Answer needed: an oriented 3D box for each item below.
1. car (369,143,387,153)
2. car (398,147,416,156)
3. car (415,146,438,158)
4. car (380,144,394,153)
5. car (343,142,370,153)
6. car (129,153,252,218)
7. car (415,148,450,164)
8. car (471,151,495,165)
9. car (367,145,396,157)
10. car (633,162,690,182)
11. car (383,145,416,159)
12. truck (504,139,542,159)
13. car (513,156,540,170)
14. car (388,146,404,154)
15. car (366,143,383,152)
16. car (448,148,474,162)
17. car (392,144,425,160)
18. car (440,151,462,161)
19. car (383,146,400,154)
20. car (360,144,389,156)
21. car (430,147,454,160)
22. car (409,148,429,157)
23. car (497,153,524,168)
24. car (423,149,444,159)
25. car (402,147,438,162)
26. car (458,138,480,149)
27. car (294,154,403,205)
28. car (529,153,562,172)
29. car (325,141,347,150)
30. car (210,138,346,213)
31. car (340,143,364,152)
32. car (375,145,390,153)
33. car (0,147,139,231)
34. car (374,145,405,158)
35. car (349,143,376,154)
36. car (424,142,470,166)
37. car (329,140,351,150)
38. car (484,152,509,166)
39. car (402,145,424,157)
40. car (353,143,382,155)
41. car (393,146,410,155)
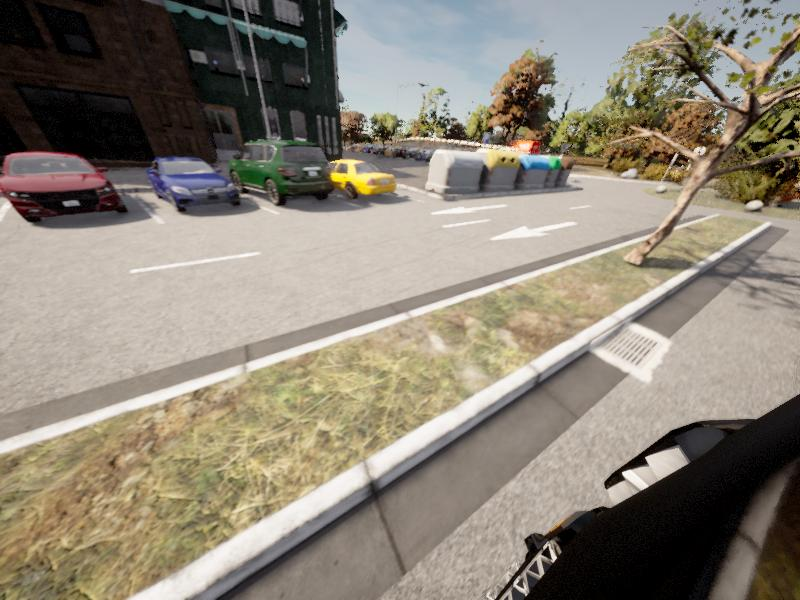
[{"bbox_3d":[-6.969,-48.832,74.182,2.435,2.045,5.566,28,39,31],"label":"car"},{"bbox_3d":[1.839,-39.427,61.436,2.163,1.488,4.792,29,39,31],"label":"car"},{"bbox_3d":[6.281,-35.078,54.833,2.435,2.045,5.566,29,39,31],"label":"car"},{"bbox_3d":[-3.942,-45.811,69.999,1.878,1.987,4.442,28,39,31],"label":"car"},{"bbox_3d":[-8.967,-31.549,47.934,1.946,1.575,5.366,28,40,31],"label":"car"},{"bbox_3d":[-7.679,-4.358,8.401,4.674,1.452,2.002,26,40,32],"label":"car"},{"bbox_3d":[4.131,-18.121,29.132,2.002,1.452,4.674,28,40,31],"label":"car"},{"bbox_3d":[15.156,-25.824,42.037,2.185,1.767,4.553,29,39,31],"label":"car"},{"bbox_3d":[-3.097,-25.598,39.632,2.163,1.488,4.792,28,40,31],"label":"car"},{"bbox_3d":[32.063,-15.799,28.453,1.851,1.617,3.988,-12,38,-24],"label":"car"},{"bbox_3d":[-0.081,-22.720,35.549,1.946,1.575,5.366,27,40,31],"label":"car"},{"bbox_3d":[22.345,-27.695,42.282,2.627,2.467,5.204,-14,41,-27],"label":"truck"},{"bbox_3d":[19.559,-21.123,35.637,2.231,1.521,4.892,28,39,31],"label":"car"},{"bbox_3d":[-1.107,-42.617,65.656,2.185,1.767,4.553,28,39,31],"label":"car"},{"bbox_3d":[-8.426,-50.389,76.378,2.435,2.045,5.566,28,39,31],"label":"car"},{"bbox_3d":[12.187,-28.963,46.229,2.435,2.045,5.566,28,39,31],"label":"car"},{"bbox_3d":[1.232,-21.240,33.232,2.185,1.767,4.553,27,40,32],"label":"car"},{"bbox_3d":[10.686,-30.256,48.531,2.163,1.488,4.792,28,39,31],"label":"car"},{"bbox_3d":[-2.552,-44.048,67.894,2.231,1.521,4.892,28,39,31],"label":"car"},{"bbox_3d":[-4.518,-27.129,41.739,2.097,1.535,5.008,28,40,32],"label":"car"},{"bbox_3d":[9.275,-32.042,50.571,2.435,2.045,5.566,28,39,31],"label":"car"},{"bbox_3d":[4.693,-36.339,57.012,1.946,1.575,5.366,28,39,31],"label":"car"},{"bbox_3d":[18.067,-22.746,37.697,2.185,1.767,4.553,28,39,31],"label":"car"},{"bbox_3d":[7.743,-33.350,52.838,2.231,1.521,4.892,28,39,31],"label":"car"},{"bbox_3d":[2.686,-19.648,31.213,2.231,1.521,4.892,28,40,32],"label":"car"},{"bbox_3d":[15.482,-35.327,52.148,2.007,1.525,4.514,-14,41,-26],"label":"car"},{"bbox_3d":[-2.582,-5.969,11.076,5.366,1.575,1.946,26,41,32],"label":"car"},{"bbox_3d":[21.058,-19.818,33.370,2.435,2.045,5.566,28,39,31],"label":"car"},{"bbox_3d":[-16.073,-39.106,58.592,2.231,1.521,4.892,28,40,31],"label":"car"},{"bbox_3d":[-5.077,-5.358,9.552,5.566,2.045,2.435,26,41,32],"label":"car"},{"bbox_3d":[-10.286,-33.107,50.203,2.163,1.488,4.792,27,40,31],"label":"car"},{"bbox_3d":[-5.470,-47.221,72.142,2.185,1.767,4.553,28,39,31],"label":"car"},{"bbox_3d":[-10.303,-3.646,7.074,5.008,1.535,2.097,26,40,32],"label":"car"},{"bbox_3d":[-1.638,-24.136,37.528,2.231,1.521,4.892,28,40,32],"label":"car"},{"bbox_3d":[-7.413,-30.128,45.957,2.097,1.535,5.008,28,40,31],"label":"car"},{"bbox_3d":[5.579,-16.854,26.844,2.435,2.045,5.566,28,40,31],"label":"car"},{"bbox_3d":[-14.640,-37.700,56.393,2.185,1.767,4.553,28,40,32],"label":"car"},{"bbox_3d":[16.638,-24.295,39.886,2.185,1.767,4.553,28,39,31],"label":"car"},{"bbox_3d":[3.375,-38.156,59.174,2.435,2.045,5.566,28,39,31],"label":"car"},{"bbox_3d":[-6.082,-28.557,43.722,1.946,1.575,5.366,28,40,31],"label":"car"},{"bbox_3d":[0.377,-41.087,63.504,2.185,1.767,4.553,28,39,31],"label":"car"}]
